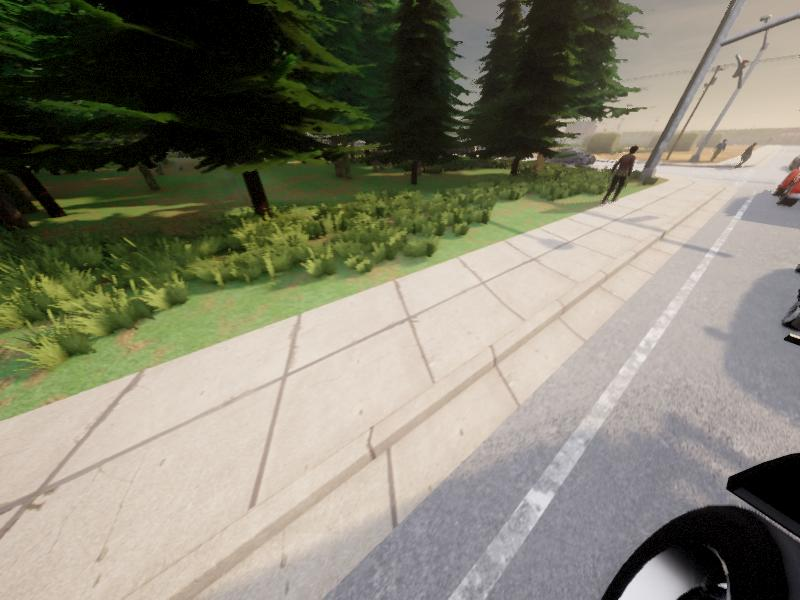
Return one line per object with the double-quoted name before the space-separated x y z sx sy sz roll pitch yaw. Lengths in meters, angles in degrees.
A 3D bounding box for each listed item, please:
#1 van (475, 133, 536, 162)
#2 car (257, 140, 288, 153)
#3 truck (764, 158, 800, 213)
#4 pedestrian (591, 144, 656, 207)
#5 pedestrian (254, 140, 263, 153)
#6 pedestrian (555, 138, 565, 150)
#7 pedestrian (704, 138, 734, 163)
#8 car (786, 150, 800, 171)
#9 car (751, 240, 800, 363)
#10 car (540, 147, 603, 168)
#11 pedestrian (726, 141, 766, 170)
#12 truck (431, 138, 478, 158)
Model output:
"van" 11.823 -17.615 26.653 1.988 2.561 5.915 -22 40 -28
"car" -24.476 -29.585 44.440 4.605 1.855 1.932 -20 40 -26
"truck" 16.504 -4.701 8.312 5.204 2.467 2.627 -22 41 -29
"pedestrian" 7.758 -4.355 8.105 0.751 1.860 0.751 -20 40 -25
"pedestrian" -24.528 -26.733 40.102 0.751 1.860 0.751 -19 39 -24
"pedestrian" 30.701 -30.011 44.319 0.751 1.860 0.751 29 44 34
"pedestrian" 29.417 -13.802 21.343 0.751 1.860 0.751 22 41 28
"car" 32.440 -10.911 17.944 4.181 1.385 1.994 -24 42 -30
"car" 7.245 -0.310 2.980 4.902 1.511 2.128 -21 40 -27
"car" 16.081 -13.606 21.945 1.994 1.385 4.181 -22 41 -28
"pedestrian" 27.404 -11.469 18.324 0.751 1.860 0.751 16 38 21
"truck" 7.365 -21.160 32.101 2.390 2.098 6.274 -22 40 -27
